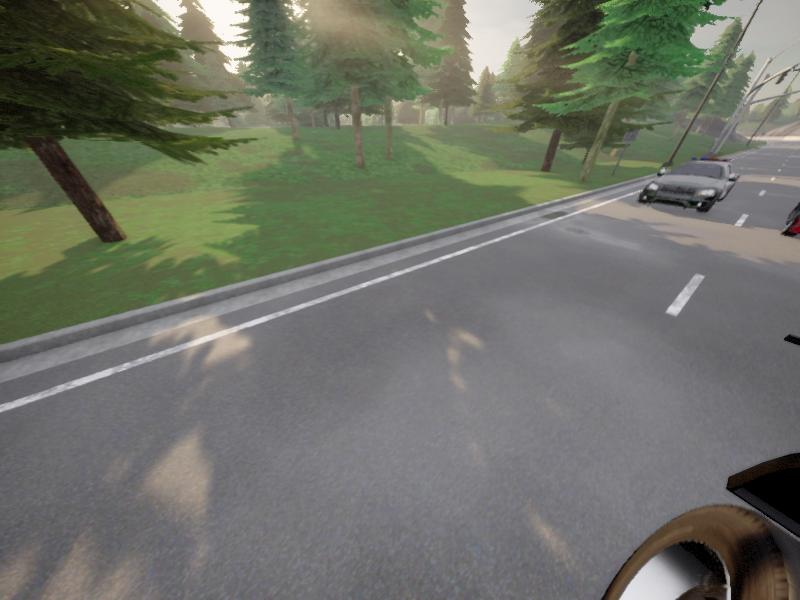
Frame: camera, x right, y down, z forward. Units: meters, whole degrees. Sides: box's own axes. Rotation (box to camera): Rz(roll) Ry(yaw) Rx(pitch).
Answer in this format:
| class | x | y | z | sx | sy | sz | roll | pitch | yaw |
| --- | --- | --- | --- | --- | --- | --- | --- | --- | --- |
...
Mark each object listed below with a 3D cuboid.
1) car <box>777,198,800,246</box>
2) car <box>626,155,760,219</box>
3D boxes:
| class | x | y | z | sx | sy | sz | roll | pitch | yaw |
| --- | --- | --- | --- | --- | --- | --- | --- | --- | --- |
| car | 11.999 | -2.302 | 5.866 | 4.181 | 1.385 | 1.994 | -22 | 41 | -28 |
| car | 11.351 | -4.568 | 8.940 | 4.974 | 1.542 | 2.038 | -22 | 41 | -28 |
